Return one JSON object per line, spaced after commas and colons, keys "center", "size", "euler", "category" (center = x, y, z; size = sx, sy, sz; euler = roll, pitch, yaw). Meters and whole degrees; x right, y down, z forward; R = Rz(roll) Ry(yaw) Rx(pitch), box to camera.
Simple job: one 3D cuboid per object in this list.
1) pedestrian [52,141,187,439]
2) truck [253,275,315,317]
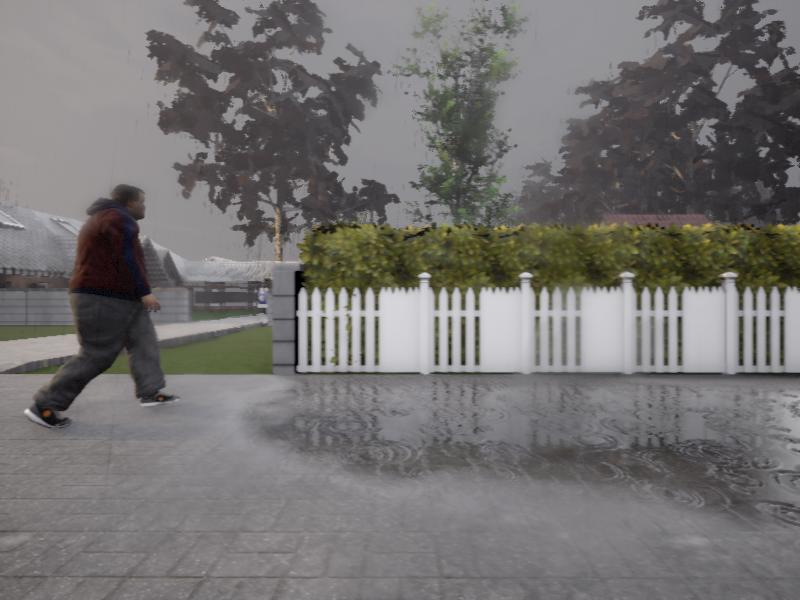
{"center": [-2.106, -0.064, 3.021], "size": [0.751, 1.860, 0.751], "euler": [0, 0, -39], "category": "pedestrian"}
{"center": [-6.108, -0.212, 21.693], "size": [2.069, 2.038, 4.478], "euler": [0, 0, 0], "category": "truck"}
